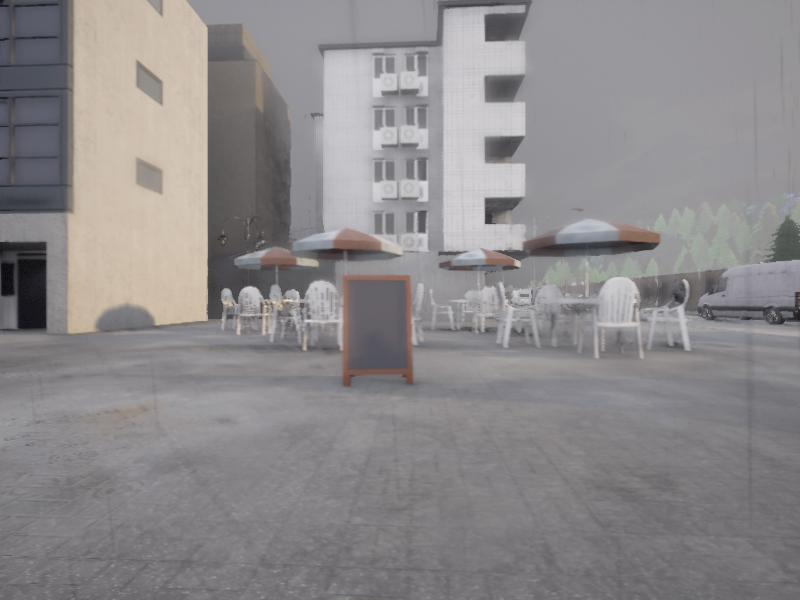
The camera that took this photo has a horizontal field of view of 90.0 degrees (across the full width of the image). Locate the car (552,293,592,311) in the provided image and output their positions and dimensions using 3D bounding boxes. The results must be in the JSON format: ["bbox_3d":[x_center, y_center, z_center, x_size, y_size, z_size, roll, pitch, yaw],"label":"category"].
[{"bbox_3d":[17.120,0.215,40.139,2.152,1.651,5.027,0,0,3],"label":"car"}]

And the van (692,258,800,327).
[{"bbox_3d":[15.977,-0.259,17.724,1.988,2.561,5.915,0,0,3],"label":"van"}]

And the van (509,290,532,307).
[{"bbox_3d":[18.214,-0.229,60.884,1.988,2.561,5.915,0,0,3],"label":"van"}]

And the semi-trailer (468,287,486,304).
[{"bbox_3d":[20.701,-1.141,108.287,2.717,4.402,14.254,0,0,3],"label":"semi-trailer"}]

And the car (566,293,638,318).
[{"bbox_3d":[12.312,0.317,24.881,2.033,1.411,5.357,0,0,3],"label":"car"}]
